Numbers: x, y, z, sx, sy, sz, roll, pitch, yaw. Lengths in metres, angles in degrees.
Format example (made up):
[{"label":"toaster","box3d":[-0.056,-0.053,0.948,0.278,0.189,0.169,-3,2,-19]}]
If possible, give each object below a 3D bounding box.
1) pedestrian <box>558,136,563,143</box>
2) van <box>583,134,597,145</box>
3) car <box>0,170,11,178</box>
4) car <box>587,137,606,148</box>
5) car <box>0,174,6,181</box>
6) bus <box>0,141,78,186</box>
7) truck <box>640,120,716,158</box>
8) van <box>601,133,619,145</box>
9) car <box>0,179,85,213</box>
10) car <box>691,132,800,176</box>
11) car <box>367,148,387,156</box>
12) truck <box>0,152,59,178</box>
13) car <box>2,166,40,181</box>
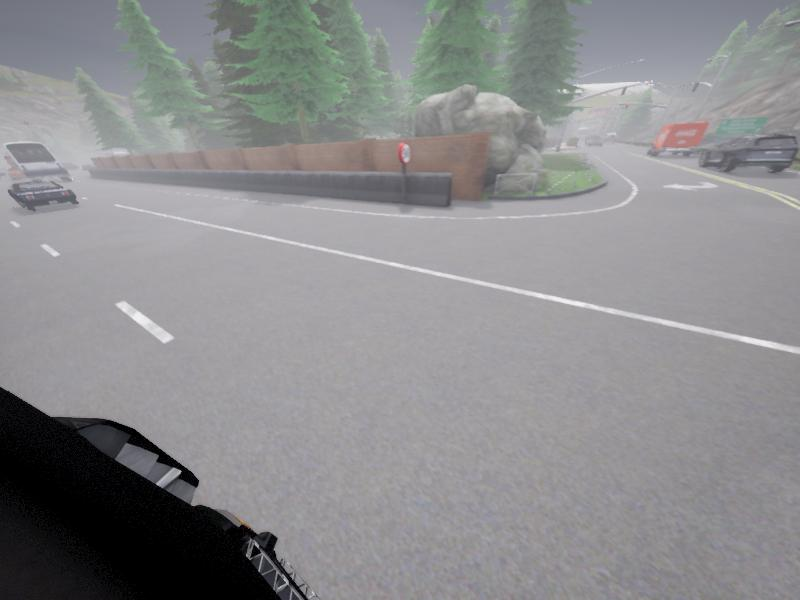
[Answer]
[{"label":"pedestrian","box3d":[54.846,-54.914,78.866,0.751,1.860,0.751,13,37,22]},{"label":"van","box3d":[45.683,-38.622,55.581,1.775,1.987,4.442,16,39,26]},{"label":"car","box3d":[-78.597,-24.325,44.742,1.895,1.301,4.718,-26,40,-30]},{"label":"car","box3d":[36.691,-29.595,43.280,2.038,1.542,4.974,16,39,26]},{"label":"car","box3d":[-63.739,-19.010,35.430,4.856,1.649,2.033,26,44,36]},{"label":"bus","box3d":[-47.387,-17.860,30.164,10.273,4.253,3.944,21,41,30]},{"label":"truck","box3d":[24.900,-14.588,21.076,2.627,2.467,5.204,17,38,27]},{"label":"van","box3d":[47.257,-36.343,52.040,2.069,2.038,4.480,16,39,26]},{"label":"car","box3d":[-20.961,-6.181,13.483,4.718,1.301,1.895,16,38,26]},{"label":"car","box3d":[18.309,-7.791,12.245,2.033,1.649,4.856,17,38,27]},{"label":"car","box3d":[-5.629,-35.801,56.057,4.674,1.442,1.812,22,41,33]},{"label":"truck","box3d":[-68.489,-25.185,42.992,2.891,3.827,8.468,-29,42,-33]},{"label":"car","box3d":[-61.684,-20.739,37.714,4.553,1.767,2.097,26,44,36]}]
